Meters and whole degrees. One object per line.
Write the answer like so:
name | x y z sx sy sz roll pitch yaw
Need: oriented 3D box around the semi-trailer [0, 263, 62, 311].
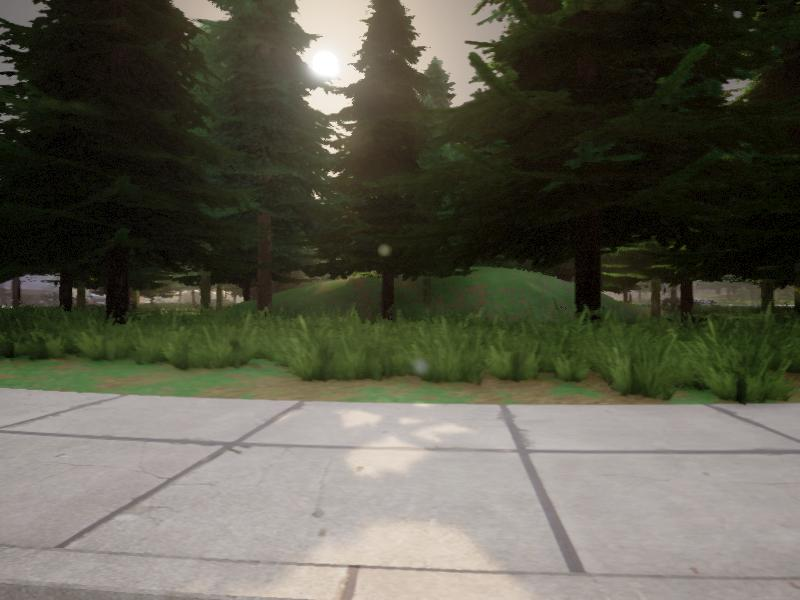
semi-trailer | -40.123 -1.183 42.404 2.717 4.402 14.254 0 0 -24

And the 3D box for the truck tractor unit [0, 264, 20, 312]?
truck tractor unit | -36.892 -1.089 35.182 3.053 4.208 6.516 0 0 -24

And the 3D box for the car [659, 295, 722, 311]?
car | 30.097 0.315 41.614 2.128 1.511 4.902 0 0 -24
